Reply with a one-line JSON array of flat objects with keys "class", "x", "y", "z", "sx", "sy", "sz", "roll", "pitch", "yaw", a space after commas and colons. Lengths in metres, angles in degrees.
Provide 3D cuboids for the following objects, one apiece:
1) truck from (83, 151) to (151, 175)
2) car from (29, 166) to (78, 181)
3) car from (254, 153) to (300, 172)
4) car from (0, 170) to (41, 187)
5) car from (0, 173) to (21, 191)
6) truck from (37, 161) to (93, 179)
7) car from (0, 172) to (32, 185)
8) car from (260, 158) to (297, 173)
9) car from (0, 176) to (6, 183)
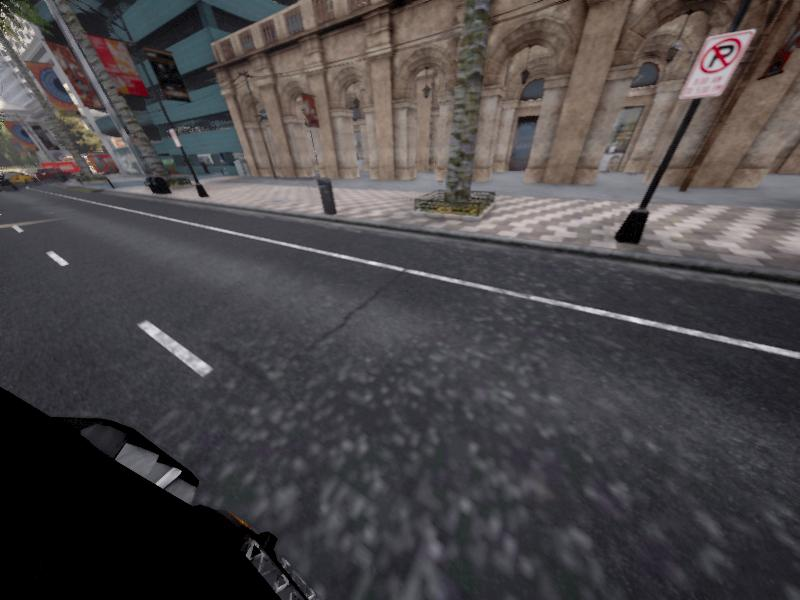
[{"class": "truck", "x": -59.672, "y": -29.287, "z": 49.197, "sx": 2.891, "sy": 3.827, "sz": 8.468, "roll": -1, "pitch": 33, "yaw": 3}, {"class": "car", "x": -56.980, "y": -20.943, "z": 38.174, "sx": 2.097, "sy": 1.767, "sz": 4.553, "roll": -13, "pitch": 35, "yaw": -16}, {"class": "car", "x": -16.766, "y": -18.831, "z": 31.587, "sx": 5.566, "sy": 2.045, "sz": 2.435, "roll": 16, "pitch": 38, "yaw": 26}, {"class": "car", "x": -52.112, "y": -16.659, "z": 31.506, "sx": 1.801, "sy": 1.575, "sz": 5.366, "roll": -26, "pitch": 40, "yaw": -31}, {"class": "car", "x": -44.044, "y": -12.881, "z": 25.261, "sx": 4.902, "sy": 1.511, "sz": 2.128, "roll": 18, "pitch": 39, "yaw": 29}, {"class": "truck", "x": -62.513, "y": -24.533, "z": 43.396, "sx": 2.627, "sy": 2.467, "sz": 5.204, "roll": -7, "pitch": 34, "yaw": -7}, {"class": "car", "x": -58.616, "y": -18.123, "z": 34.434, "sx": 1.895, "sy": 1.301, "sz": 4.718, "roll": -18, "pitch": 36, "yaw": -21}, {"class": "car", "x": -16.701, "y": -18.489, "z": 31.777, "sx": 4.514, "sy": 1.523, "sz": 2.007, "roll": 16, "pitch": 38, "yaw": 26}, {"class": "car", "x": -62.110, "y": -17.815, "z": 33.538, "sx": 2.150, "sy": 2.045, "sz": 5.566, "roll": -18, "pitch": 36, "yaw": -21}]
